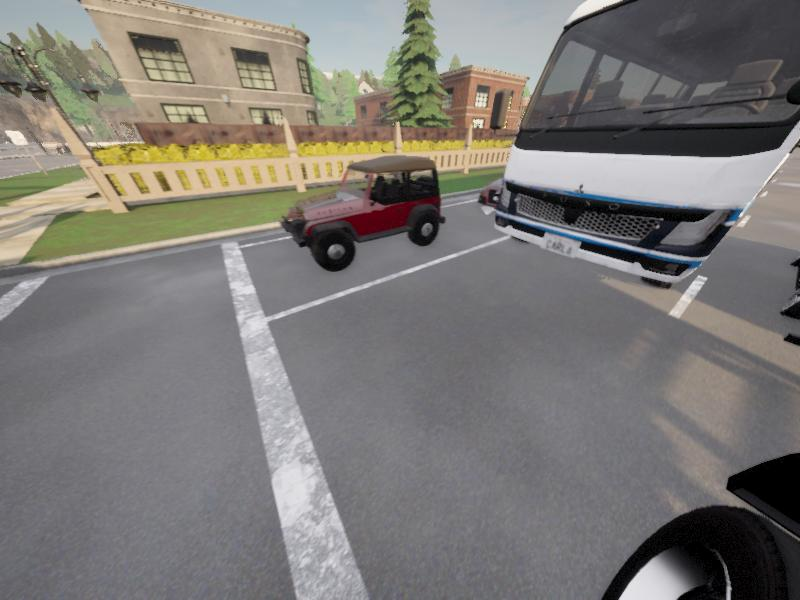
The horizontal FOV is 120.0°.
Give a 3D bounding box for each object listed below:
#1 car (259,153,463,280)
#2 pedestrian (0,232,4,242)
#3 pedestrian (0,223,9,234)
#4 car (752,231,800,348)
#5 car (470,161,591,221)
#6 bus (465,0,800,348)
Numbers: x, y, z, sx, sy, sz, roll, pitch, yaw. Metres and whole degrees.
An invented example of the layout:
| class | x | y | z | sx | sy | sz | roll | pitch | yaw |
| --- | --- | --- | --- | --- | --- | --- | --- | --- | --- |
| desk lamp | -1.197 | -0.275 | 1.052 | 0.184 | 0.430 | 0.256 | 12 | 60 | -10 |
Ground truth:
| class | x | y | z | sx | sy | sz | roll | pitch | yaw |
| --- | --- | --- | --- | --- | --- | --- | --- | --- | --- |
| car | -0.709 | -2.237 | 5.445 | 3.866 | 1.878 | 1.905 | -22 | 41 | -28 |
| pedestrian | -10.443 | -2.163 | 5.145 | 0.751 | 1.860 | 0.751 | 25 | 42 | 31 |
| pedestrian | -11.193 | -2.470 | 5.587 | 0.751 | 1.860 | 0.751 | 8 | 36 | 12 |
| car | 7.583 | -0.480 | 3.209 | 4.902 | 1.511 | 2.128 | -22 | 40 | -27 |
| car | 4.952 | -4.321 | 8.803 | 4.181 | 1.385 | 1.994 | -23 | 41 | -29 |
| bus | 6.912 | -3.748 | 5.472 | 10.273 | 4.253 | 3.944 | -22 | 41 | -28 |
